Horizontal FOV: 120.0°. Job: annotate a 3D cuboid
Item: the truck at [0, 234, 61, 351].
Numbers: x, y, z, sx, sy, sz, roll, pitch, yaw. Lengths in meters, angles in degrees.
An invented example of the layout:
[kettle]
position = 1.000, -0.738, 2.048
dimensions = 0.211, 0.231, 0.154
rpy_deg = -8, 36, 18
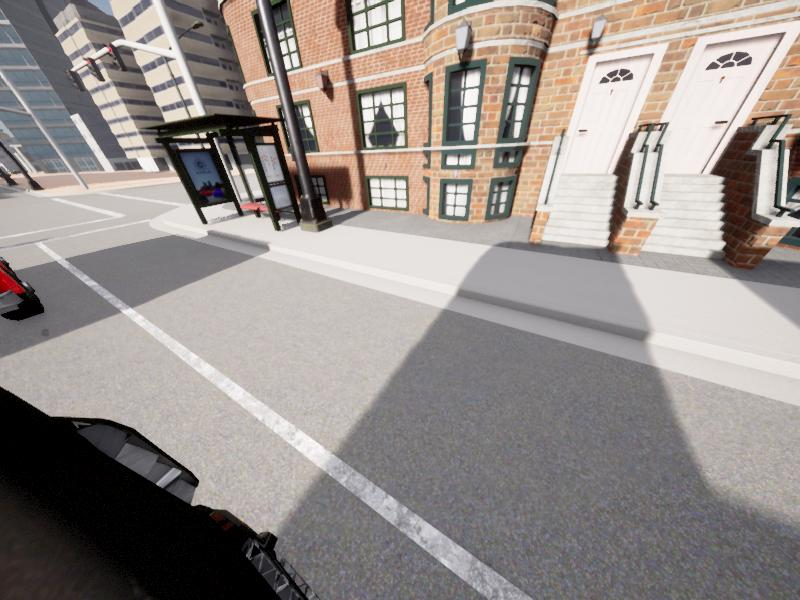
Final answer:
[truck]
position = -8.083, -0.588, 3.171
dimensions = 5.204, 2.467, 2.627
rpy_deg = 16, 38, 29
